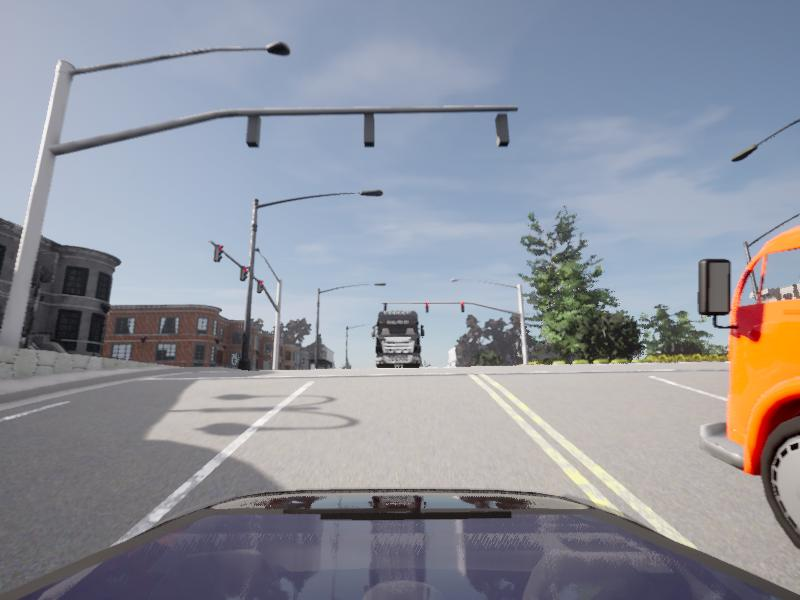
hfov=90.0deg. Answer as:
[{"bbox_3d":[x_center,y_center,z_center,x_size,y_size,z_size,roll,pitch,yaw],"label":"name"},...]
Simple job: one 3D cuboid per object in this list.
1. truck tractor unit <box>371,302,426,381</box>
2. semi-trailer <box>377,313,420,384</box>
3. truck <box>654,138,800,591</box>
[{"bbox_3d":[-0.117,2.922,25.585,3.053,4.208,6.516,-1,-13,0],"label":"truck tractor unit"},{"bbox_3d":[-0.133,4.611,33.316,2.717,4.402,14.254,-1,-13,0],"label":"semi-trailer"},{"bbox_3d":[3.499,0.366,0.813,2.627,2.467,5.204,0,1,0],"label":"truck"}]
